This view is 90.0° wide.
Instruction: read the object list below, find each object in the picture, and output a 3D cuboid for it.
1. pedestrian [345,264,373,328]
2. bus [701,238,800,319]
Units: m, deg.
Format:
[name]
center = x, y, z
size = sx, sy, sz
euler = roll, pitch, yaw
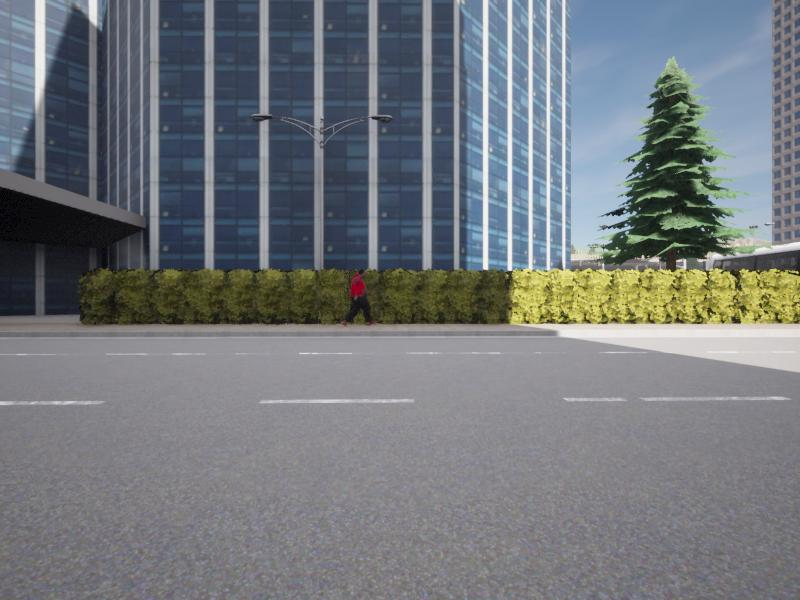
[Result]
[pedestrian]
center = -1.218, -0.115, 12.107
size = 0.751, 1.860, 0.751
euler = 0, 0, 2
[bus]
center = 23.015, -1.134, 22.731
size = 3.944, 4.253, 10.273
euler = 0, 0, -1
